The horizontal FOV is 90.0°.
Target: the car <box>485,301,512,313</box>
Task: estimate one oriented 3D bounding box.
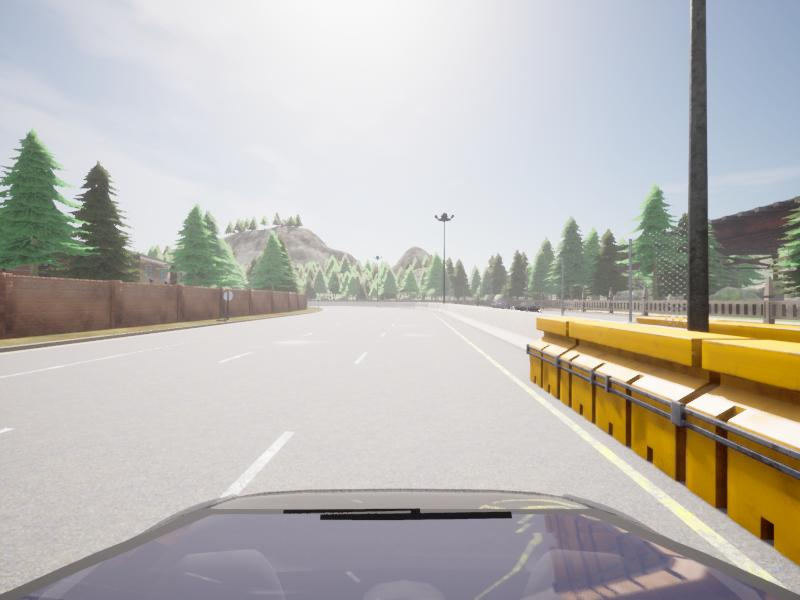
[{"bbox_3d":[12.470,0.836,50.827,2.128,1.511,4.902,0,0,-1],"label":"car"}]

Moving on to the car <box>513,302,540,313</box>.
[{"bbox_3d":[15.977,0.944,50.801,1.895,1.301,4.718,0,0,-2],"label":"car"}]
